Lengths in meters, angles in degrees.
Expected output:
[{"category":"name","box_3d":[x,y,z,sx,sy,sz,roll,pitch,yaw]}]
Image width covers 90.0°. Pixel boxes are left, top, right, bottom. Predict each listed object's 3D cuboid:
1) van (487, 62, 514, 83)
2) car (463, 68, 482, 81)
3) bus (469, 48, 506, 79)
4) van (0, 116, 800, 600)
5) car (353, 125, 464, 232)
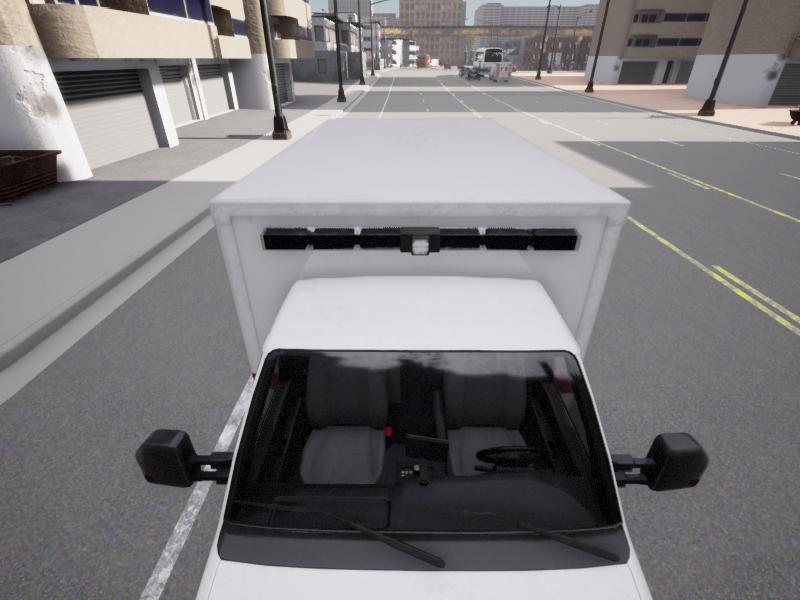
[{"category":"van","box_3d":[14.710,-33.726,59.161,2.351,2.431,6.366,0,32,0]},{"category":"car","box_3d":[11.237,-35.003,62.115,2.128,1.511,4.902,0,32,0]},{"category":"bus","box_3d":[14.686,-40.328,67.954,3.944,4.253,10.273,0,32,0]},{"category":"van","box_3d":[0.111,0.013,3.605,2.351,2.431,6.366,0,30,0]},{"category":"car","box_3d":[0.185,-3.330,10.225,2.128,1.511,4.902,0,30,0]}]
